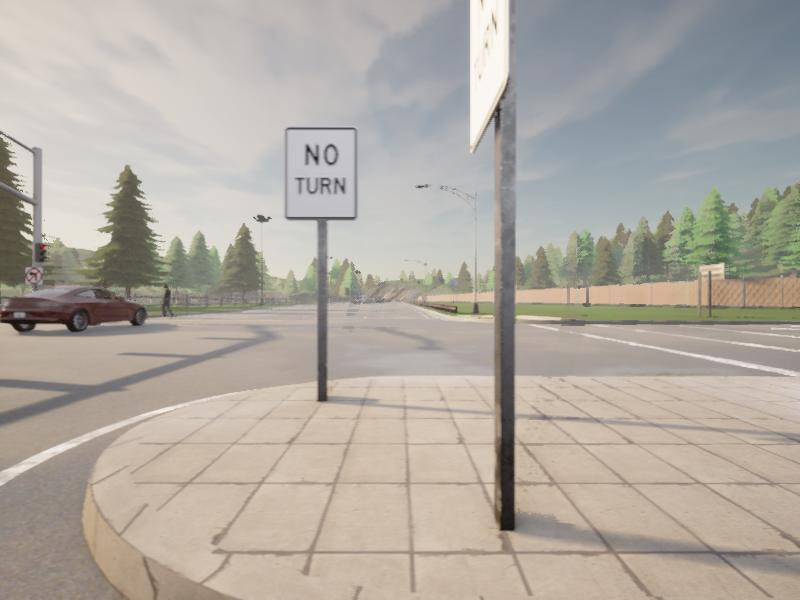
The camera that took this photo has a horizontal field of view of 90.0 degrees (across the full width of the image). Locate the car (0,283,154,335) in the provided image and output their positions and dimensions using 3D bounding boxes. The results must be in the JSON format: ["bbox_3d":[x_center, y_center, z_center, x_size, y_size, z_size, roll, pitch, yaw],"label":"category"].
[{"bbox_3d":[-10.591,0.254,13.424,1.812,1.442,4.674,0,0,0],"label":"car"}]

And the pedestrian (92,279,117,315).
[{"bbox_3d":[-15.464,-0.138,20.957,0.751,1.860,0.751,0,0,4],"label":"pedestrian"}]

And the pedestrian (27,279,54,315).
[{"bbox_3d":[-19.083,-0.143,21.221,0.751,1.860,0.751,0,0,4],"label":"pedestrian"}]

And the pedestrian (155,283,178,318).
[{"bbox_3d":[-12.463,0.021,21.359,0.751,1.860,0.751,0,0,4],"label":"pedestrian"}]
